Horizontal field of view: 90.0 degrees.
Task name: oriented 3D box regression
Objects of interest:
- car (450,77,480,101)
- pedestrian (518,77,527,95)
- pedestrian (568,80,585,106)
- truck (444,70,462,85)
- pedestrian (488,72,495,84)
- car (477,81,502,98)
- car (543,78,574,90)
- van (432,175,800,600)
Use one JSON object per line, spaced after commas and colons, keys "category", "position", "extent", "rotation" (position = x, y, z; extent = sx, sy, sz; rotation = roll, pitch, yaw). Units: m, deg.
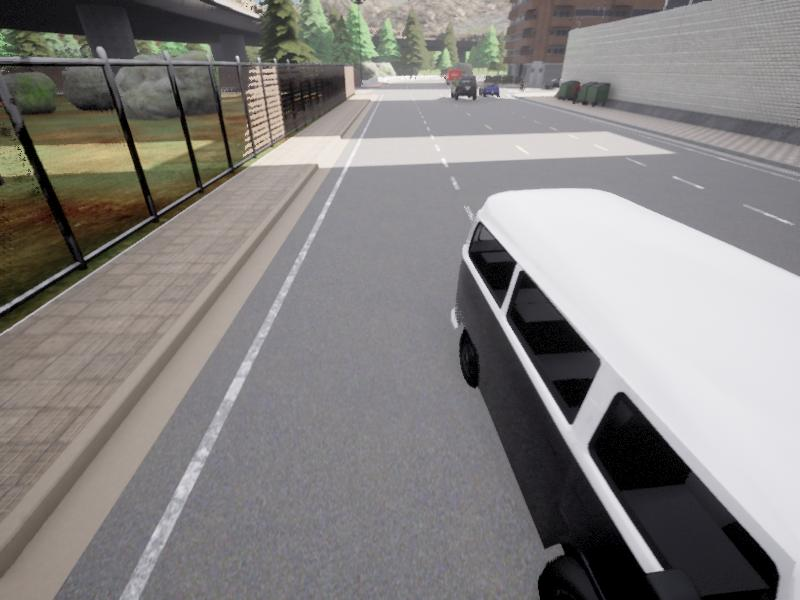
{"category": "car", "position": [6.693, -22.174, 41.917], "extent": [2.150, 2.045, 5.566], "rotation": [0, 30, 0]}
{"category": "pedestrian", "position": [15.177, -26.548, 49.596], "extent": [0.751, 1.860, 0.751], "rotation": [11, 32, 19]}
{"category": "pedestrian", "position": [14.643, -17.215, 33.237], "extent": [0.751, 1.860, 0.751], "rotation": [0, 30, 1]}
{"category": "truck", "position": [9.967, -41.953, 75.338], "extent": [2.627, 2.467, 5.204], "rotation": [0, 30, 0]}
{"category": "pedestrian", "position": [16.644, -40.506, 73.098], "extent": [0.751, 1.860, 0.751], "rotation": [-13, 33, -21]}
{"category": "car", "position": [10.166, -24.025, 45.640], "extent": [1.816, 1.474, 4.193], "rotation": [0, 30, 0]}
{"category": "car", "position": [23.473, -32.139, 59.502], "extent": [3.705, 1.549, 1.789], "rotation": [0, 30, 0]}
{"category": "van", "position": [1.672, 0.604, 2.948], "extent": [2.069, 2.038, 4.480], "rotation": [-3, 29, -5]}
